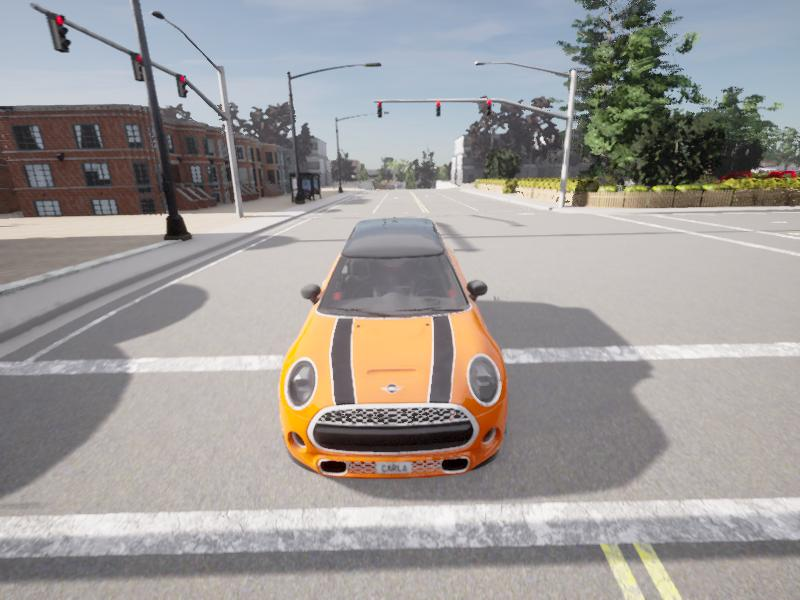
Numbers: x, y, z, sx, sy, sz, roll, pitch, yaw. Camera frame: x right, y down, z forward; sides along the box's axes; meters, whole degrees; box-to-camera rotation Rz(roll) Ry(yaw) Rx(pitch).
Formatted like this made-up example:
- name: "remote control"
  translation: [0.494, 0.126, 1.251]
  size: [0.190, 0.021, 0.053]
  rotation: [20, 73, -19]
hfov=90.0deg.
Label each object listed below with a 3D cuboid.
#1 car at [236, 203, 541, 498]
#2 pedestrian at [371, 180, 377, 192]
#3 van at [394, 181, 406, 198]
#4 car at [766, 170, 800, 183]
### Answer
- name: "car"
  translation: [-0.066, 0.003, 5.197]
  size: [2.097, 1.767, 4.553]
  rotation: [-1, 22, 0]
- name: "pedestrian"
  translation: [-4.281, -18.684, 65.664]
  size: [0.751, 1.860, 0.751]
  rotation: [0, 17, 5]
- name: "van"
  translation: [0.025, -24.223, 88.002]
  size: [2.351, 2.431, 6.366]
  rotation: [-1, 6, 0]
- name: "car"
  translation: [66.266, -20.908, 67.810]
  size: [5.566, 2.045, 2.150]
  rotation: [7, 19, 24]
